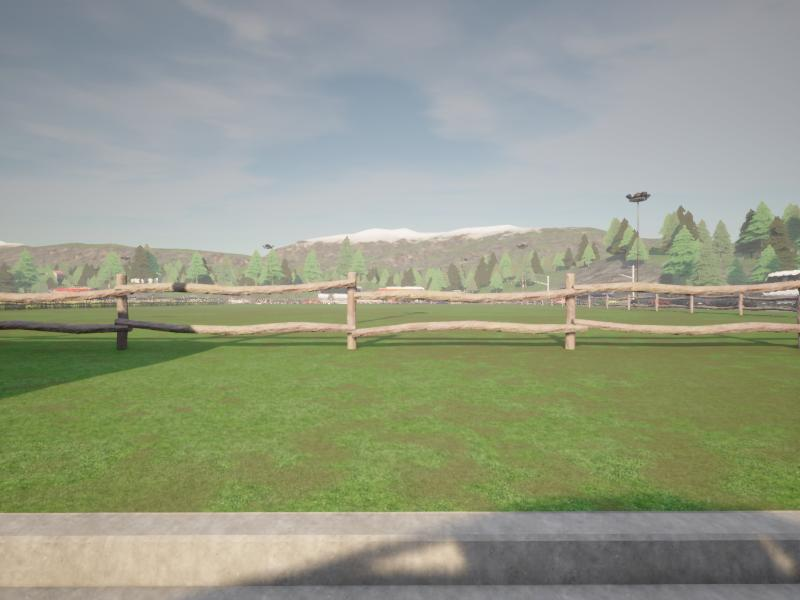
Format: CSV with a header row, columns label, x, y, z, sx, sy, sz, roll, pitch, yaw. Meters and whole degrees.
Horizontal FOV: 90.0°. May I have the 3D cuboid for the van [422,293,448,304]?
label,x,y,z,sx,sy,sz,roll,pitch,yaw
van,8.074,-0.278,92.113,5.915,2.561,1.988,0,0,0

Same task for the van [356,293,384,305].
label,x,y,z,sx,sy,sz,roll,pitch,yaw
van,-6.367,-0.277,84.962,5.915,2.561,1.988,0,0,-1

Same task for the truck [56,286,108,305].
label,x,y,z,sx,sy,sz,roll,pitch,yaw
truck,-66.981,-0.925,84.346,8.468,3.827,2.891,0,0,-1

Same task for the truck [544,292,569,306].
label,x,y,z,sx,sy,sz,roll,pitch,yaw
truck,29.633,-0.237,75.853,2.627,2.467,5.204,0,0,-2

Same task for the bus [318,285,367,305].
label,x,y,z,sx,sy,sz,roll,pitch,yaw
bus,-12.560,-1.141,88.525,10.273,4.253,3.944,1,0,-1

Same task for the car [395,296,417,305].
label,x,y,z,sx,sy,sz,roll,pitch,yaw
car,1.316,0.052,85.044,4.605,1.855,1.932,0,0,-1

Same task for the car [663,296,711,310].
label,x,y,z,sx,sy,sz,roll,pitch,yaw
car,29.824,0.307,41.749,1.994,1.385,4.181,0,0,0

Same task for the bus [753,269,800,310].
label,x,y,z,sx,sy,sz,roll,pitch,yaw
bus,43.710,-1.134,42.105,3.944,4.253,10.273,0,0,0

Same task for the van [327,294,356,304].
label,x,y,z,sx,sy,sz,roll,pitch,yaw
van,-13.343,-0.222,91.894,6.366,2.431,2.351,0,0,-1

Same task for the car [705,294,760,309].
label,x,y,z,sx,sy,sz,roll,pitch,yaw
car,36.831,0.156,44.527,2.242,1.667,4.611,0,0,0

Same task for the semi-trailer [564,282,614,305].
label,x,y,z,sx,sy,sz,roll,pitch,yaw
semi-trailer,39.386,-1.218,84.431,2.717,4.402,14.254,0,0,-5

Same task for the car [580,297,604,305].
label,x,y,z,sx,sy,sz,roll,pitch,yaw
car,36.609,0.181,76.473,2.152,1.651,5.027,0,0,-2

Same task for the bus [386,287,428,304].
label,x,y,z,sx,sy,sz,roll,pitch,yaw
bus,1.668,-1.134,99.170,10.273,4.253,3.944,0,0,-1

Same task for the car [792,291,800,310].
label,x,y,z,sx,sy,sz,roll,pitch,yaw
car,40.320,0.046,38.265,1.905,1.878,3.866,0,0,0

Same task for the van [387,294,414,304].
label,x,y,z,sx,sy,sz,roll,pitch,yaw
van,0.214,-0.222,95.533,6.366,2.431,2.351,0,0,-1

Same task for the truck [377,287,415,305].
label,x,y,z,sx,sy,sz,roll,pitch,yaw
truck,-0.890,-0.921,88.518,8.468,3.827,2.891,0,0,-1

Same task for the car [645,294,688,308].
label,x,y,z,sx,sy,sz,roll,pitch,yaw
car,33.341,0.156,50.217,2.242,1.667,4.611,0,0,0
